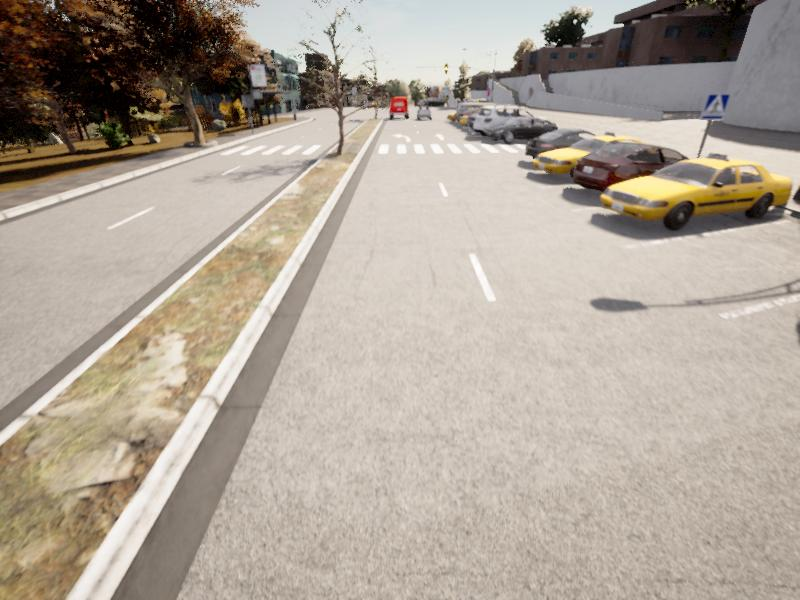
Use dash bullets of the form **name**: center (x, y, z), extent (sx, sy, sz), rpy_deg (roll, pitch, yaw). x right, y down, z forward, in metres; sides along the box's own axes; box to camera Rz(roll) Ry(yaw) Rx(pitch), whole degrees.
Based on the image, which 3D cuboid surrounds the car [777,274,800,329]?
- **car**: center (8.033, -0.375, 5.236), extent (4.553, 1.767, 2.185), rpy_deg (-9, 29, -18)

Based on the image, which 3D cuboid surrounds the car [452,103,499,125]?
- **car**: center (7.929, -19.703, 42.211), extent (4.442, 1.987, 1.878), rpy_deg (-9, 29, -18)

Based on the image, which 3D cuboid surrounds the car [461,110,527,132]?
- **car**: center (8.035, -15.421, 34.401), extent (4.892, 1.521, 2.231), rpy_deg (-9, 29, -18)

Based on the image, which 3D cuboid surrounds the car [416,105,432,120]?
- **car**: center (2.964, -23.401, 49.941), extent (1.845, 1.501, 3.633), rpy_deg (0, 27, 0)

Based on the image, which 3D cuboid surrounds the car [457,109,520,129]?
- **car**: center (8.214, -16.821, 37.108), extent (5.366, 1.575, 1.946), rpy_deg (-9, 28, -18)

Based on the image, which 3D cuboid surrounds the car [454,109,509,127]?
- **car**: center (8.064, -18.135, 39.727), extent (4.792, 1.488, 2.163), rpy_deg (-9, 28, -18)

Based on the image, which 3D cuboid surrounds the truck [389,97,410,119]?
- **truck**: center (-0.149, -25.506, 53.049), extent (2.627, 2.467, 5.204), rpy_deg (-1, 28, -1)

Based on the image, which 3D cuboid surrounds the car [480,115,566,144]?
- **car**: center (8.057, -11.307, 26.451), extent (4.892, 1.521, 2.231), rpy_deg (-9, 29, -18)

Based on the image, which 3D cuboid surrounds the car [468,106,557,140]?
- **car**: center (8.073, -12.913, 28.999), extent (5.566, 2.045, 2.435), rpy_deg (-9, 29, -18)

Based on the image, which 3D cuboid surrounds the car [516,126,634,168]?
- **car**: center (8.048, -7.145, 18.538), extent (4.674, 1.452, 2.002), rpy_deg (-9, 29, -18)

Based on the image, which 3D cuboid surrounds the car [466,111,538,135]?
- **car**: center (8.049, -14.052, 31.748), extent (5.008, 1.535, 2.097), rpy_deg (-9, 29, -18)

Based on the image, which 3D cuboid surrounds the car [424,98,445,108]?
- **car**: center (7.898, -45.065, 91.316), extent (4.442, 1.987, 1.878), rpy_deg (-9, 28, -18)

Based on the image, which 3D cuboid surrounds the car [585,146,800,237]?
- **car**: center (7.884, -3.005, 10.530), extent (5.366, 1.575, 1.946), rpy_deg (-9, 29, -18)

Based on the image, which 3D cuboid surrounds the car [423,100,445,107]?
- **car**: center (8.000, -46.147, 94.154), extent (4.674, 1.452, 2.002), rpy_deg (-9, 27, -18)

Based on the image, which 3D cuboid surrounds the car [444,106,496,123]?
- **car**: center (7.863, -20.860, 44.943), extent (5.366, 1.575, 1.946), rpy_deg (-9, 29, -18)

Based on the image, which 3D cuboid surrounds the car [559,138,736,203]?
- **car**: center (8.082, -4.395, 13.258), extent (4.792, 1.488, 2.163), rpy_deg (-9, 29, -18)

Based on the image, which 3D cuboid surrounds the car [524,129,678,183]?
- **car**: center (7.881, -5.773, 15.815), extent (5.366, 1.575, 1.946), rpy_deg (-9, 29, -18)
